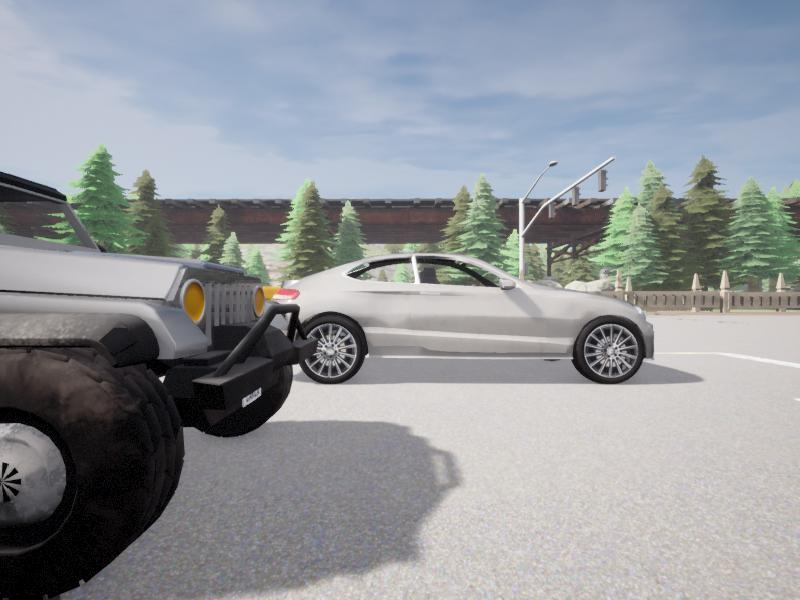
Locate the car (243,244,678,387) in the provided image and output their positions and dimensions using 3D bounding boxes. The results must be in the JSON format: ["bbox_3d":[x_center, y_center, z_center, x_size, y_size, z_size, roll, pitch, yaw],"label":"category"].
[{"bbox_3d":[0.699,0.181,5.701,5.027,1.651,2.152,0,0,0],"label":"car"}]

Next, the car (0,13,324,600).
[{"bbox_3d":[-2.535,0.046,2.201,3.866,1.878,1.905,0,0,0],"label":"car"}]

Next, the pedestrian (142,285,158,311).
[{"bbox_3d":[-18.149,-0.115,29.049,0.751,1.860,0.751,0,0,2],"label":"pedestrian"}]
